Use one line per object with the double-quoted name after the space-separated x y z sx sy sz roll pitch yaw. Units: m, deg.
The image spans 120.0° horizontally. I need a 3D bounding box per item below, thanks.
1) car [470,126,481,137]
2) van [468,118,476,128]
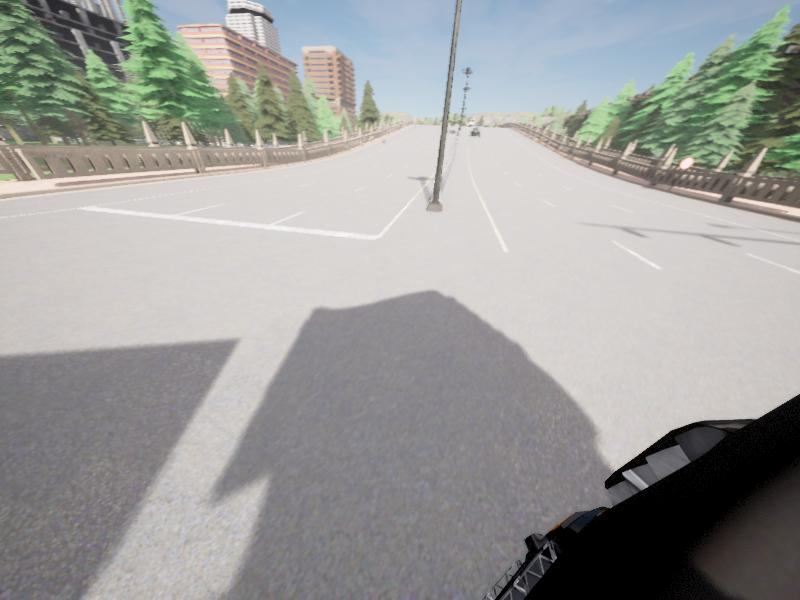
18.635 -41.543 56.928 2.097 1.767 4.553 9 41 9 "car"
27.950 -68.746 89.779 2.351 2.431 6.366 9 35 9 "van"
